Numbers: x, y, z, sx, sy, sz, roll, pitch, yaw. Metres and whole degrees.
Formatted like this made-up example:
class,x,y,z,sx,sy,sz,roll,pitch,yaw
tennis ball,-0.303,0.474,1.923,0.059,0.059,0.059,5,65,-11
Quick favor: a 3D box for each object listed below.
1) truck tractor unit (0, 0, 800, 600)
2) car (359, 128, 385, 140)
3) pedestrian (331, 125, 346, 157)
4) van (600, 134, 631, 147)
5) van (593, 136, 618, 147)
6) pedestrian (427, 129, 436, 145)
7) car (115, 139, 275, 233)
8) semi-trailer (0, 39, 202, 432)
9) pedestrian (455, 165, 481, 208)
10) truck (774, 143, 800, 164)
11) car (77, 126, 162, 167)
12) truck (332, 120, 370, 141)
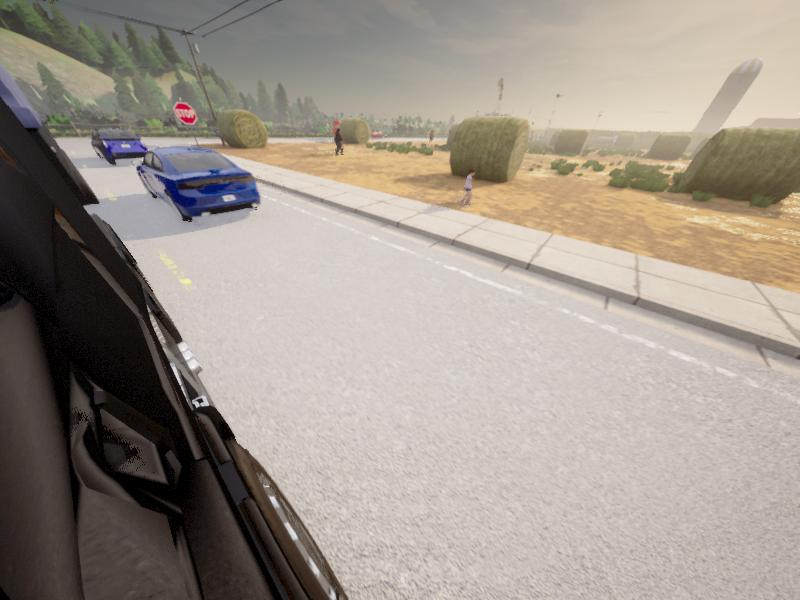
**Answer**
class,x,y,z,sx,sy,sz,roll,pitch,yaw
truck tractor unit,-2.645,-0.295,0.351,6.516,4.208,3.053,28,44,30
car,-5.175,-30.817,42.905,2.007,1.525,4.514,30,45,31
pedestrian,-4.503,-11.683,17.002,0.751,1.860,0.751,-10,39,-16
van,60.414,-44.779,64.884,5.915,2.561,1.988,28,43,29
van,56.715,-43.766,63.754,4.480,2.038,2.069,28,43,29
pedestrian,4.530,-23.389,33.104,0.751,1.860,0.751,20,40,21
car,-6.108,-3.637,6.803,5.008,1.535,1.882,28,44,29
semi-trailer,-8.733,-3.592,4.178,14.254,4.402,2.717,28,44,29
pedestrian,2.144,-3.603,7.346,0.500,1.100,0.500,16,39,17
truck,61.637,-22.461,35.375,2.627,2.467,5.204,27,43,28
car,-15.406,-8.510,12.678,4.514,1.525,2.007,28,43,29
truck,-7.517,-26.551,36.306,2.627,2.467,5.204,30,45,31
